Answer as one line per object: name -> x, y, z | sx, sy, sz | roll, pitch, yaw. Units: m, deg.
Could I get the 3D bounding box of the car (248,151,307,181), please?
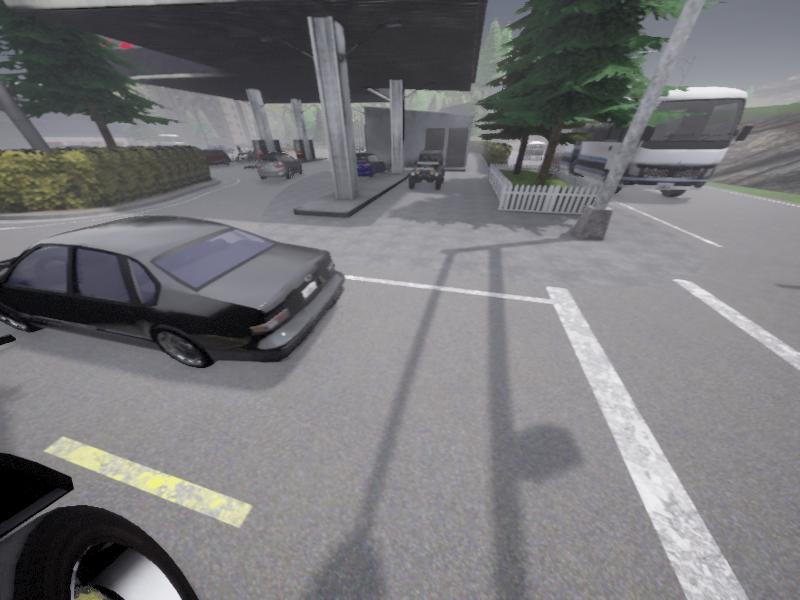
car -> -9.397, -10.662, 18.253 | 2.242, 1.667, 4.611 | -1, 35, -1

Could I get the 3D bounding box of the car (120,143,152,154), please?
car -> -55.364, -31.773, 48.490 | 4.605, 1.855, 1.932 | 7, 36, 11

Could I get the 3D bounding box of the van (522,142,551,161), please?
van -> 18.492, -20.319, 31.512 | 2.069, 2.038, 4.480 | 8, 36, 12

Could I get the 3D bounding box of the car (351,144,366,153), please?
car -> -9.720, -35.762, 54.473 | 1.816, 1.474, 4.193 | 8, 36, 12

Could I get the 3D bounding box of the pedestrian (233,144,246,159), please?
pedestrian -> -23.776, -22.020, 34.236 | 0.751, 1.860, 0.751 | 7, 36, 11

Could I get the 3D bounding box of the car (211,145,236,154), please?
car -> -36.484, -31.196, 47.856 | 3.633, 1.501, 1.845 | 7, 36, 11

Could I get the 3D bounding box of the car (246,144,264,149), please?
car -> -48.786, -51.736, 77.809 | 4.792, 1.488, 2.163 | 7, 36, 11

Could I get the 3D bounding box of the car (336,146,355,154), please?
car -> -11.439, -31.737, 48.804 | 1.994, 1.385, 4.181 | 8, 36, 11

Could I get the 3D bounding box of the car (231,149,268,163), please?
car -> -20.310, -19.621, 31.400 | 1.970, 1.475, 3.806 | 8, 36, 12

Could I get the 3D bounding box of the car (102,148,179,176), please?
car -> -23.387, -12.690, 21.117 | 1.905, 1.878, 3.866 | 8, 36, 12

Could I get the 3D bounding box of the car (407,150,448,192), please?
car -> 1.785, -8.096, 14.278 | 1.905, 1.878, 3.866 | 7, 36, 11

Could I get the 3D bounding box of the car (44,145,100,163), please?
car -> -42.494, -18.981, 29.988 | 4.605, 1.855, 1.932 | 7, 36, 11

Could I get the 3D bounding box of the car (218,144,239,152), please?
car -> -44.349, -39.242, 59.606 | 3.806, 1.475, 1.970 | 7, 36, 11

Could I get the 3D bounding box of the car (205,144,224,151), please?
car -> -50.861, -41.872, 63.430 | 3.633, 1.501, 1.845 | 7, 36, 11

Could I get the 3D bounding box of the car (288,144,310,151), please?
car -> -25.555, -38.531, 58.312 | 4.514, 1.523, 2.007 | 7, 36, 11

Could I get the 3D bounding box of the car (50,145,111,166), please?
car -> -35.619, -16.149, 25.814 | 3.866, 1.878, 1.905 | 7, 36, 11

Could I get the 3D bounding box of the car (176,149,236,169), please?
car -> -21.832, -16.169, 26.326 | 2.033, 1.649, 4.856 | 8, 36, 12

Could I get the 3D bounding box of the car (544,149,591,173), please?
car -> 15.361, -12.987, 21.462 | 2.007, 1.525, 4.514 | 8, 36, 12

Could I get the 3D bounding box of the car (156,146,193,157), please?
car -> -38.874, -25.657, 39.889 | 4.514, 1.523, 2.007 | 7, 36, 11

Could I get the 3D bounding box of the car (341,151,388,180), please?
car -> -2.697, -11.107, 18.940 | 2.242, 1.667, 4.611 | 7, 36, 11

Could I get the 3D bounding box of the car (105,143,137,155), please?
car -> -55.646, -30.119, 46.082 | 3.866, 1.878, 1.905 | 7, 36, 11

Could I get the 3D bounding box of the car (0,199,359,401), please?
car -> -3.565, -0.388, 3.347 | 5.357, 1.411, 2.033 | 7, 35, 10

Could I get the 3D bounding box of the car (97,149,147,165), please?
car -> -34.242, -17.687, 28.506 | 3.806, 1.475, 1.970 | 7, 36, 11

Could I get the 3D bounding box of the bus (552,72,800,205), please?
bus -> 13.232, -9.025, 13.410 | 3.944, 4.253, 10.273 | 8, 36, 12

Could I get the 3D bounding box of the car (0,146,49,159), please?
car -> -58.652, -22.935, 35.930 | 5.027, 1.636, 2.152 | 7, 36, 11

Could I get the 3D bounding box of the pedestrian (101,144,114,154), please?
pedestrian -> -64.599, -33.480, 51.086 | 0.751, 1.860, 0.751 | 7, 36, 11

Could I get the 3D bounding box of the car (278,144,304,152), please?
car -> -26.241, -36.785, 55.797 | 5.027, 1.636, 2.152 | 7, 36, 11
